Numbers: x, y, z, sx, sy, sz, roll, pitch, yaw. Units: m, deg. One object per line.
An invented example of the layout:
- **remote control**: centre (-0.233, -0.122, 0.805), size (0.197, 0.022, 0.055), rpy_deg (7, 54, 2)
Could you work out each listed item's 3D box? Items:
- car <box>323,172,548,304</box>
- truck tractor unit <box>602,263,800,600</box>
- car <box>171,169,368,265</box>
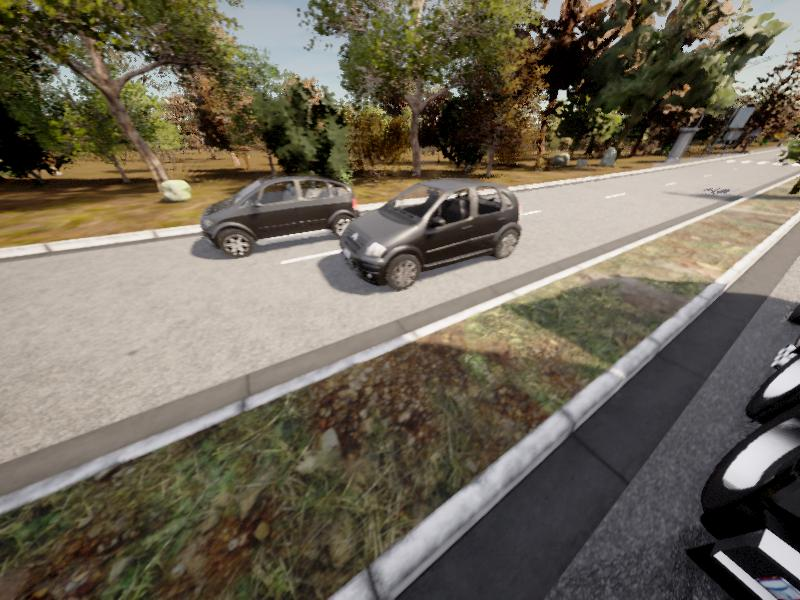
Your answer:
- **car**: centre (0.762, -1.614, 4.916), size (3.988, 1.617, 1.851), rpy_deg (-18, 39, -24)
- **truck tractor unit**: centre (5.116, -0.295, 0.785), size (6.516, 4.208, 3.053), rpy_deg (-18, 39, -24)
- **car**: centre (-2.960, -2.356, 5.995), size (3.705, 1.549, 1.789), rpy_deg (-18, 39, -25)
